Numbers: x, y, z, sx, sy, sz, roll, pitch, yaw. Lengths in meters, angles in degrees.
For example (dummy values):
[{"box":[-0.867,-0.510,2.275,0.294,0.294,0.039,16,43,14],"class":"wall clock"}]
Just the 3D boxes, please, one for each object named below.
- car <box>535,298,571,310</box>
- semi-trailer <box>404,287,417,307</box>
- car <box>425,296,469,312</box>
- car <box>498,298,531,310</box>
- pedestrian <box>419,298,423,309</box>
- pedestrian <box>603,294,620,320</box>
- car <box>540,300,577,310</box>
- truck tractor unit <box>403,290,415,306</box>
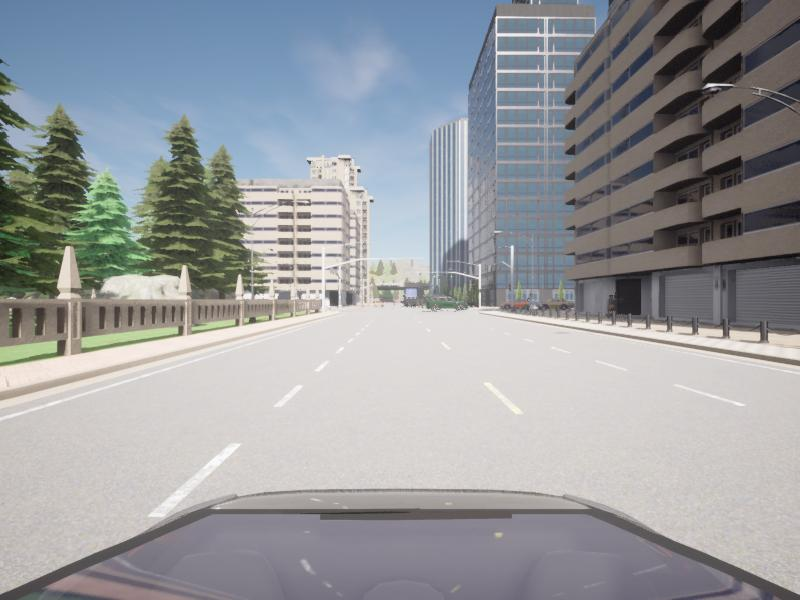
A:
[{"box":[22.836,0.597,59.821,4.605,1.855,1.932,0,0,0],"class":"car"},{"box":[2.414,-0.618,96.763,2.717,4.402,14.254,0,0,-1],"class":"semi-trailer"},{"box":[6.116,0.526,52.729,5.566,2.045,2.150,0,0,0],"class":"car"},{"box":[18.110,0.639,63.311,4.553,1.767,2.097,0,0,0],"class":"car"},{"box":[3.659,0.626,69.960,0.751,1.860,0.751,0,0,1],"class":"pedestrian"},{"box":[14.968,0.483,28.361,0.751,1.860,0.751,0,0,-9],"class":"pedestrian"},{"box":[25.061,0.781,63.333,4.902,1.511,2.128,0,0,0],"class":"car"},{"box":[2.309,-0.515,104.675,3.053,4.208,6.516,0,0,-1],"class":"truck tractor unit"}]
